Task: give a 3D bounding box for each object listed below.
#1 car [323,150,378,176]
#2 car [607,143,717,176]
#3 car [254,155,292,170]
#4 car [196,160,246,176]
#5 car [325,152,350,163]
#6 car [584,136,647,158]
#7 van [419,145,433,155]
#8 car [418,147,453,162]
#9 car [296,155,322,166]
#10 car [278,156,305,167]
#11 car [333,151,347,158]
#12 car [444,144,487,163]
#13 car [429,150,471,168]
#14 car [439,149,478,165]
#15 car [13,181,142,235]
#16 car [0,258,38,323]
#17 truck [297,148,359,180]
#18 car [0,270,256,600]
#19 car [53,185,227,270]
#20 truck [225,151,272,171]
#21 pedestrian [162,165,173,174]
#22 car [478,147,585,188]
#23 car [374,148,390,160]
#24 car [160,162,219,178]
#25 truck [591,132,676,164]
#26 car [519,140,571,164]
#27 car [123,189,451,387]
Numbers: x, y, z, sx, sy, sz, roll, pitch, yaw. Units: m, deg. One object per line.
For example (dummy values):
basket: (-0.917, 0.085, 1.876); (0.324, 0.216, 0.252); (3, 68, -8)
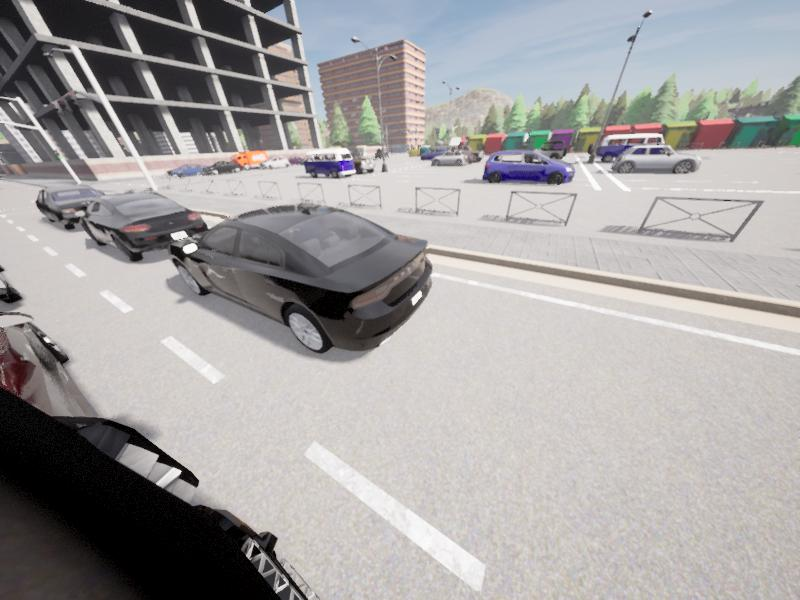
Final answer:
car: (-4.565, -12.679, 21.378); (4.605, 1.855, 1.932); (16, 38, 26)
car: (15.435, -8.488, 13.993); (3.806, 1.475, 1.970); (16, 38, 26)
car: (-20.041, -21.808, 36.652); (2.242, 1.667, 4.611); (16, 38, 26)
car: (-23.929, -17.835, 31.131); (1.837, 1.490, 4.892); (16, 38, 26)
car: (-12.657, -29.148, 47.256); (1.882, 1.535, 5.008); (16, 38, 26)
car: (23.842, -17.092, 25.862); (4.605, 1.855, 1.932); (16, 38, 26)
van: (7.237, -41.505, 63.887); (2.069, 2.038, 4.480); (16, 38, 26)
car: (5.372, -22.251, 35.331); (4.611, 1.667, 2.242); (16, 38, 26)
car: (-16.419, -25.353, 41.886); (1.970, 1.475, 3.806); (16, 38, 26)
car: (-19.968, -25.692, 42.666); (1.816, 1.474, 4.193); (16, 38, 26)
car: (-18.247, -44.470, 70.479); (1.851, 1.617, 3.988); (16, 38, 26)
car: (8.047, -18.080, 28.546); (4.605, 1.855, 1.932); (16, 38, 26)
car: (5.295, -15.100, 24.709); (3.806, 1.475, 1.970); (16, 38, 26)
car: (6.750, -16.561, 26.740); (3.905, 1.438, 1.784); (16, 38, 26)
car: (-13.827, -4.101, 9.896); (5.357, 1.411, 2.033); (16, 38, 26)
car: (-9.037, -0.458, 4.140); (4.718, 1.301, 1.895); (16, 38, 26)
truck: (-5.964, -11.305, 19.245); (4.478, 2.038, 2.069); (16, 38, 26)
car: (-3.545, 1.050, 1.327); (4.792, 1.488, 2.163); (14, 37, 27)
car: (-7.547, -2.328, 6.707); (4.674, 1.442, 1.812); (16, 38, 26)
truck: (-23.905, -22.182, 36.787); (2.627, 2.467, 5.204); (16, 38, 26)
pedestrian: (-33.422, -18.710, 33.210); (0.500, 1.100, 0.500); (16, 38, 26)
car: (7.046, -7.356, 12.796); (4.611, 1.667, 2.242); (16, 38, 26)
car: (-3.716, -30.893, 48.882); (1.905, 1.878, 3.866); (9, 36, 17)
car: (-28.079, -17.532, 31.081); (2.033, 1.411, 5.357); (16, 38, 26)
truck: (19.756, -13.081, 19.967); (4.478, 2.038, 2.069); (16, 38, 26)
car: (14.248, -14.581, 22.816); (3.866, 1.878, 1.905); (16, 38, 26)
car: (-1.943, -0.772, 3.857); (5.008, 1.535, 1.882); (16, 38, 26)
